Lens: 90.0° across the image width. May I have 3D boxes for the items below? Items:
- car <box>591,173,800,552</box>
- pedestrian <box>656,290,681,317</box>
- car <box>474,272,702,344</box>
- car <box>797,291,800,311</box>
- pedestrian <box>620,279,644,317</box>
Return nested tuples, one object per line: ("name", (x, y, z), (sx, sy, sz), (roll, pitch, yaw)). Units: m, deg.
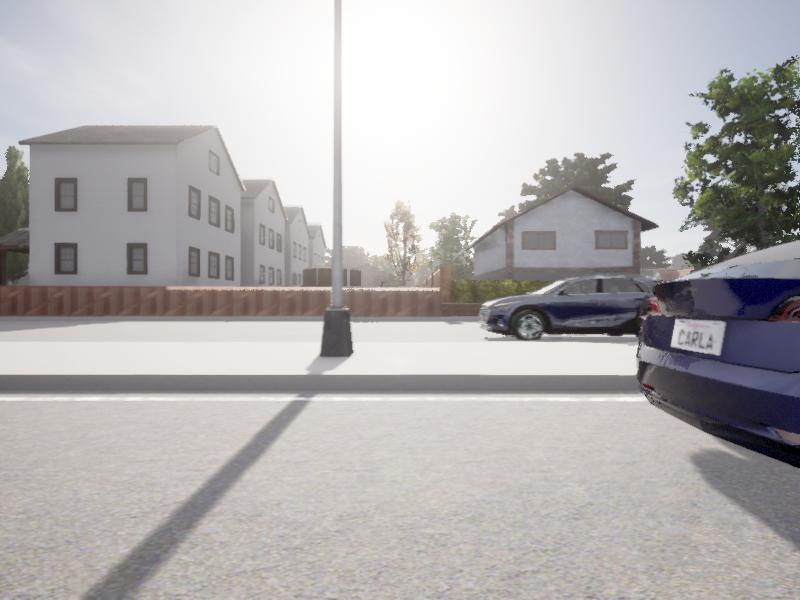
("car", (3.966, 0.254, 2.205), (4.792, 1.488, 2.163), (0, 0, 0))
("pedestrian", (13.311, 0.179, 19.825), (0.751, 1.300, 0.751), (0, 0, 0))
("car", (4.517, 0.181, 10.205), (4.856, 1.649, 2.033), (0, 0, 0))
("car", (38.076, 0.092, 35.094), (1.932, 1.855, 4.605), (0, 0, 0))
("pedestrian", (11.446, -0.103, 19.741), (0.751, 1.860, 0.751), (0, 0, 3))
